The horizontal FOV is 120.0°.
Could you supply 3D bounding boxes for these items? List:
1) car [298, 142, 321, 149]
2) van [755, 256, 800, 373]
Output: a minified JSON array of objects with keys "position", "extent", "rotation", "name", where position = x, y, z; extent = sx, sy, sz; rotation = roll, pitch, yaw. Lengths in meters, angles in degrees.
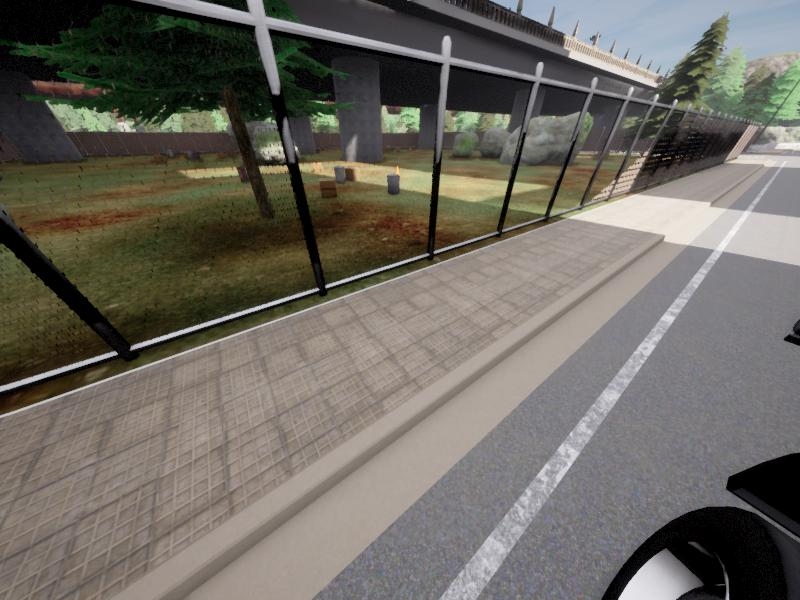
[{"position":[-23.040,-39.586,59.069],"extent":[4.892,1.490,1.837],"rotation":[-21,40,-28],"name":"car"},{"position":[6.875,-0.339,2.583],"extent":[4.480,2.038,2.069],"rotation":[-20,40,-26],"name":"van"}]
